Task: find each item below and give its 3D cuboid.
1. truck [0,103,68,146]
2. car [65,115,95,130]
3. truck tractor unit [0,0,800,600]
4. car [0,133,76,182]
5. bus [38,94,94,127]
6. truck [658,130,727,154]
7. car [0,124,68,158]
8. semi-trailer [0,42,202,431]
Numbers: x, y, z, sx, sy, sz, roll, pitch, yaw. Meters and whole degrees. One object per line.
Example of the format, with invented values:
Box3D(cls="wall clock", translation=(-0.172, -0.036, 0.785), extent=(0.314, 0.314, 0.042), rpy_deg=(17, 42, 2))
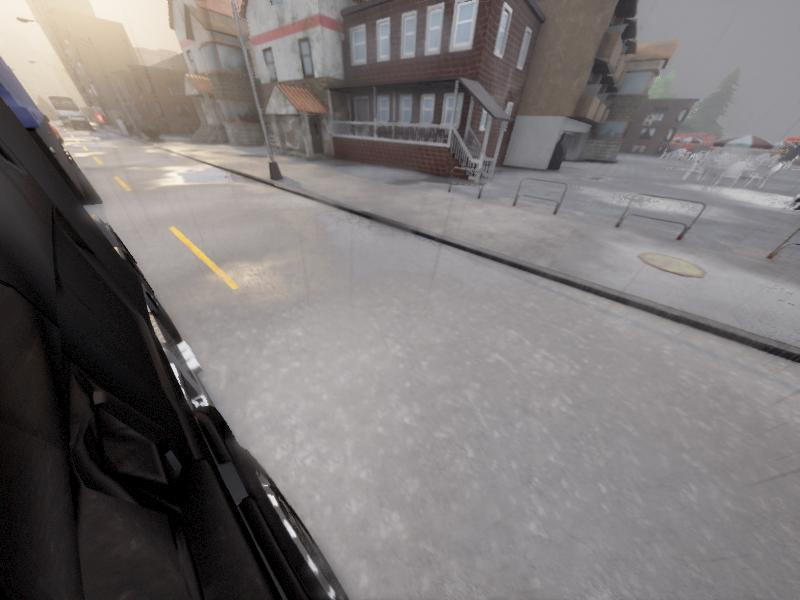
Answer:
Box3D(cls="truck", translation=(-29.144, -13.738, 18.055), extent=(5.204, 2.467, 2.627), rpy_deg=(28, 44, 30))
Box3D(cls="car", translation=(-49.245, -27.278, 35.522), extent=(5.238, 1.638, 1.930), rpy_deg=(28, 44, 30))
Box3D(cls="truck tractor unit", translation=(-2.645, -0.295, 0.351), extent=(6.516, 4.208, 3.053), rpy_deg=(28, 44, 30))
Box3D(cls="car", translation=(-15.927, -6.194, 9.826), extent=(4.718, 1.301, 1.895), rpy_deg=(28, 44, 30))
Box3D(cls="bus", translation=(-62.021, -35.083, 42.941), extent=(10.273, 4.253, 3.944), rpy_deg=(28, 44, 30))
Box3D(cls="truck", translation=(64.413, -35.117, 51.338), extent=(8.468, 3.827, 2.891), rpy_deg=(28, 44, 30))
Box3D(cls="car", translation=(-22.537, -9.747, 14.073), extent=(4.181, 1.385, 1.994), rpy_deg=(27, 43, 29))
Box3D(cls="semi-trailer", translation=(-8.704, -3.604, 4.217), extent=(14.254, 4.402, 2.717), rpy_deg=(28, 44, 30))
